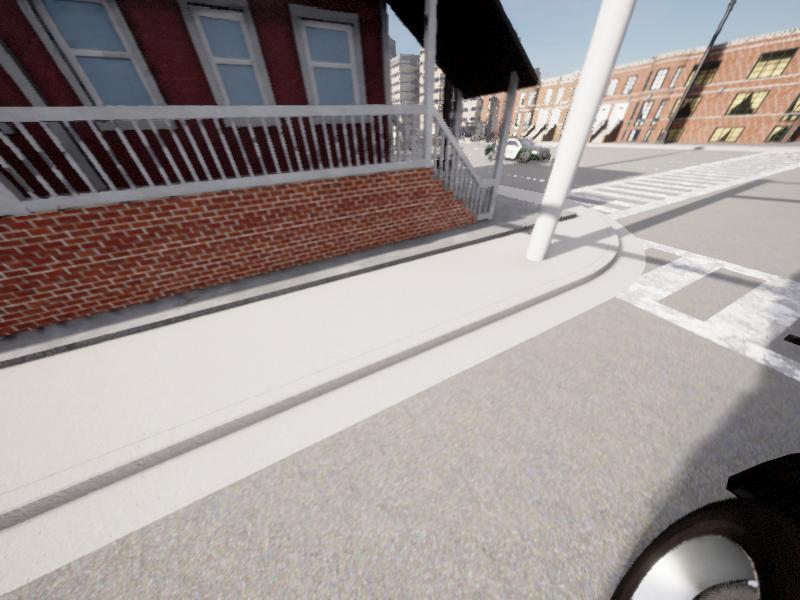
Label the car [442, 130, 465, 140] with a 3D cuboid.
[{"bbox_3d":[13.080,-40.112,56.196,5.238,1.638,1.930,-18,39,-20],"label":"car"}]

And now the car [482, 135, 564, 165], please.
[{"bbox_3d":[8.755,-11.172,17.102,2.038,1.542,4.974,-18,39,-20],"label":"car"}]

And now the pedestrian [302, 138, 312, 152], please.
[{"bbox_3d":[-14.750,-24.565,36.581,0.751,1.860,0.751,4,37,9],"label":"pedestrian"}]

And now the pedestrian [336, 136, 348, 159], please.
[{"bbox_3d":[-5.811,-15.272,23.079,0.751,1.860,0.751,-14,38,-15],"label":"pedestrian"}]

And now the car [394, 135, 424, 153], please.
[{"bbox_3d":[1.052,-19.980,29.506,2.242,1.667,4.611,-13,38,-15],"label":"car"}]

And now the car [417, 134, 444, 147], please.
[{"bbox_3d":[4.703,-25.280,36.607,1.882,1.535,5.008,-18,39,-20],"label":"car"}]
